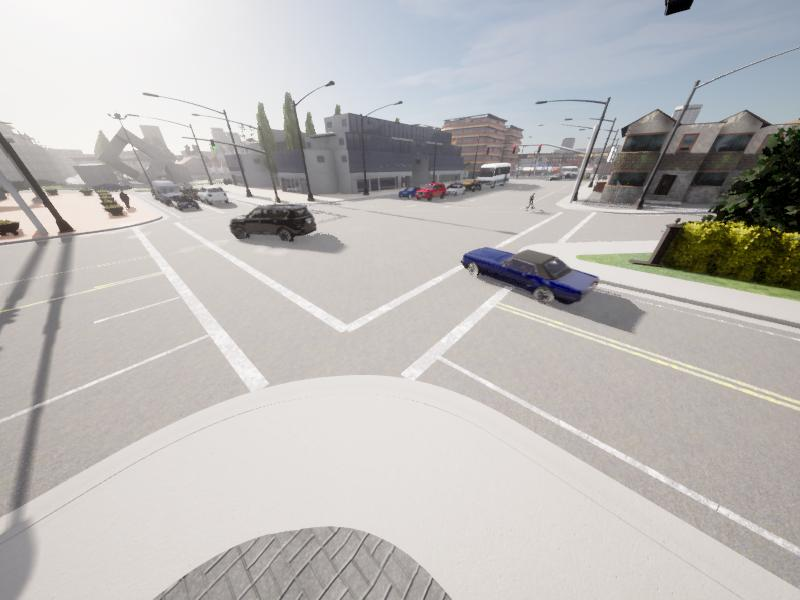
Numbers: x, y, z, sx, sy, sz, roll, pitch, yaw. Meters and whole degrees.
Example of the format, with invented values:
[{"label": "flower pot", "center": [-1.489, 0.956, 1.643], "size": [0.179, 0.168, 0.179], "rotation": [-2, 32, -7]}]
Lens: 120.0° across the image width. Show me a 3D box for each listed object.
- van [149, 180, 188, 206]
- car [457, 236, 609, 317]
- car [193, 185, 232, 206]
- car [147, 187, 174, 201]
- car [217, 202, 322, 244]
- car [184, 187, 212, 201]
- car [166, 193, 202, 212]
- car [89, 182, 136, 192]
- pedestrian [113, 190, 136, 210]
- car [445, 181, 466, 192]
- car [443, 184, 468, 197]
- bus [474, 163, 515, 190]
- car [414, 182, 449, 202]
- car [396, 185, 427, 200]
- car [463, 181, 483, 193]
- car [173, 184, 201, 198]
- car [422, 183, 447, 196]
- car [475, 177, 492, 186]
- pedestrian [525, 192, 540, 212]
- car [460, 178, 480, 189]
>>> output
[{"label": "van", "center": [-29.986, -13.922, 29.886], "size": [5.915, 2.561, 1.988], "rotation": [23, 37, 34]}, {"label": "car", "center": [4.802, -1.243, 9.175], "size": [1.895, 1.301, 4.718], "rotation": [-22, 36, -32]}, {"label": "car", "center": [-24.091, -13.488, 29.622], "size": [5.566, 2.045, 2.150], "rotation": [23, 37, 34]}, {"label": "car", "center": [-35.140, -15.621, 33.838], "size": [3.633, 1.501, 1.845], "rotation": [22, 37, 33]}, {"label": "car", "center": [-8.427, -5.169, 15.263], "size": [5.566, 2.045, 2.150], "rotation": [6, 30, 10]}, {"label": "car", "center": [-29.555, -15.560, 33.787], "size": [4.193, 1.474, 1.816], "rotation": [23, 37, 34]}, {"label": "car", "center": [-24.281, -11.043, 25.962], "size": [4.193, 1.474, 1.816], "rotation": [23, 37, 34]}, {"label": "car", "center": [-55.731, -21.950, 44.934], "size": [5.357, 1.411, 2.033], "rotation": [-17, 34, -27]}, {"label": "pedestrian", "center": [-29.241, -10.667, 24.580], "size": [0.751, 1.860, 0.751], "rotation": [-17, 34, -26]}, {"label": "car", "center": [10.656, -21.736, 44.166], "size": [1.994, 1.385, 4.181], "rotation": [24, 39, 35]}, {"label": "car", "center": [9.175, -18.068, 37.952], "size": [1.812, 1.442, 4.674], "rotation": [23, 38, 34]}, {"label": "bus", "center": [19.637, -25.762, 47.774], "size": [3.944, 4.253, 10.273], "rotation": [23, 39, 34]}, {"label": "car", "center": [4.495, -15.481, 32.969], "size": [2.150, 2.045, 5.566], "rotation": [23, 37, 34]}, {"label": "car", "center": [1.789, -16.373, 35.030], "size": [1.882, 1.535, 5.008], "rotation": [22, 37, 34]}, {"label": "car", "center": [13.383, -20.697, 42.256], "size": [1.816, 1.474, 4.193], "rotation": [23, 38, 34]}, {"label": "car", "center": [-34.663, -17.825, 37.543], "size": [5.238, 1.638, 1.930], "rotation": [23, 37, 34]}, {"label": "car", "center": [5.948, -18.877, 39.331], "size": [1.837, 1.490, 4.892], "rotation": [22, 38, 34]}, {"label": "car", "center": [19.038, -27.106, 52.717], "size": [1.812, 1.442, 4.674], "rotation": [23, 39, 34]}, {"label": "pedestrian", "center": [13.770, -10.259, 24.112], "size": [0.751, 1.860, 0.751], "rotation": [4, 30, 7]}, {"label": "car", "center": [14.715, -24.380, 48.283], "size": [1.882, 1.535, 5.008], "rotation": [23, 39, 34]}]
